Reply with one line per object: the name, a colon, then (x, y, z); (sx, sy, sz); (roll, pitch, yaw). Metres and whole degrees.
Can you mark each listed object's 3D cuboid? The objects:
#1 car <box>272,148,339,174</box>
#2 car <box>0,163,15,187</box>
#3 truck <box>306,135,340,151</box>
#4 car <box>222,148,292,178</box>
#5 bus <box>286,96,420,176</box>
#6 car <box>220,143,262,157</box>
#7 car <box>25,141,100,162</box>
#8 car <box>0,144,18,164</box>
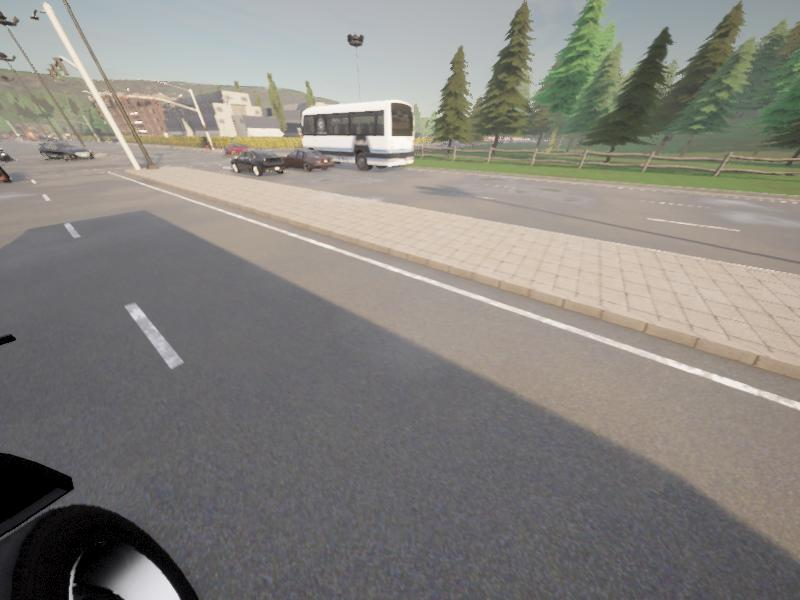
car: (-7.566, -11.153, 18.415); (5.357, 1.411, 2.033); (22, 41, 28)
car: (-23.704, -7.280, 12.609); (5.027, 1.651, 2.152); (22, 41, 28)
truck: (-14.695, -30.267, 44.484); (2.627, 2.467, 5.204); (23, 41, 29)
car: (-10.141, -9.779, 16.363); (4.892, 1.490, 1.837); (22, 41, 28)
bus: (-3.916, -13.209, 18.879); (10.273, 4.253, 3.944); (22, 41, 28)
car: (-22.112, -20.944, 32.179); (1.994, 1.385, 4.181); (26, 43, 31)
car: (-35.905, -15.869, 24.655); (4.856, 1.649, 2.033); (7, 37, 8)
car: (-40.091, -14.239, 22.403); (4.974, 1.542, 2.038); (18, 38, 22)
